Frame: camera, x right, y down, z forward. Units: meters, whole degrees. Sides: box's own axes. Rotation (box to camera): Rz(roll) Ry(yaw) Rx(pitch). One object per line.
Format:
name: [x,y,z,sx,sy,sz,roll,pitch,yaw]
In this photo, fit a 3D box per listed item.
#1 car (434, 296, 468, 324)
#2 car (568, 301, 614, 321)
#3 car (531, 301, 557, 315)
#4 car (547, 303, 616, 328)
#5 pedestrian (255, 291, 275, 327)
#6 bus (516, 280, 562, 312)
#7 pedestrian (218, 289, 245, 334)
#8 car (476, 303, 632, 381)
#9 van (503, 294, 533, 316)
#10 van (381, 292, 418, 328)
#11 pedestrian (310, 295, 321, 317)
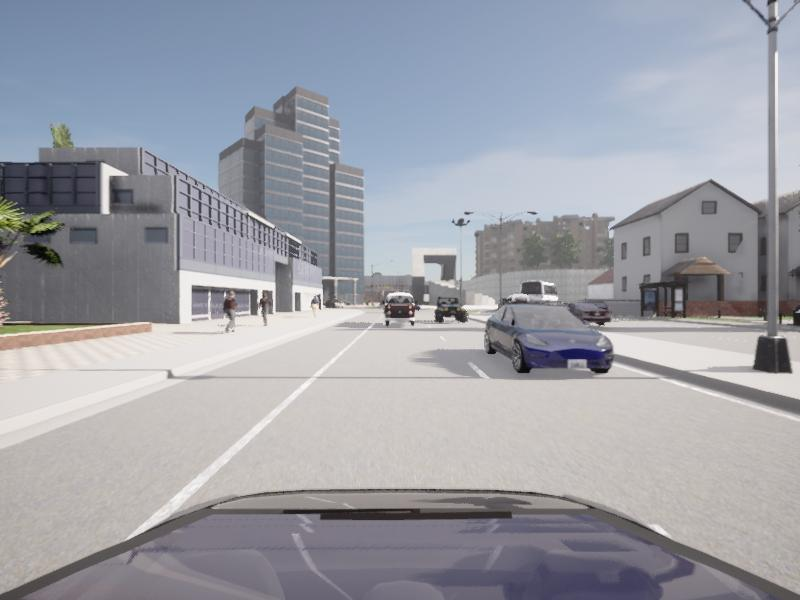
car: [3.483,0.646,28.112,1.905,1.878,3.866,0,0,0]
car: [14.988,0.826,31.585,1.845,1.501,3.633,0,0,0]
car: [15.527,0.827,43.409,1.845,1.501,3.633,0,0,6]
car: [11.505,0.895,25.843,2.033,1.411,5.357,0,0,0]
pedestrian: [-7.088,0.482,21.013,0.751,1.860,0.751,0,0,8]
bus: [20.580,-0.530,58.820,3.944,4.253,10.273,-2,-1,33]
pedestrian: [-7.165,0.481,16.990,0.751,1.860,0.751,0,0,14]
car: [3.501,0.851,10.289,2.163,1.488,4.792,0,0,0]
van: [11.681,0.556,39.982,2.069,2.038,4.480,0,-3,5]
van: [-0.017,0.572,24.652,2.069,2.038,4.480,0,0,0]
pedestrian: [-6.967,0.484,32.930,0.751,1.860,0.751,0,0,-4]
